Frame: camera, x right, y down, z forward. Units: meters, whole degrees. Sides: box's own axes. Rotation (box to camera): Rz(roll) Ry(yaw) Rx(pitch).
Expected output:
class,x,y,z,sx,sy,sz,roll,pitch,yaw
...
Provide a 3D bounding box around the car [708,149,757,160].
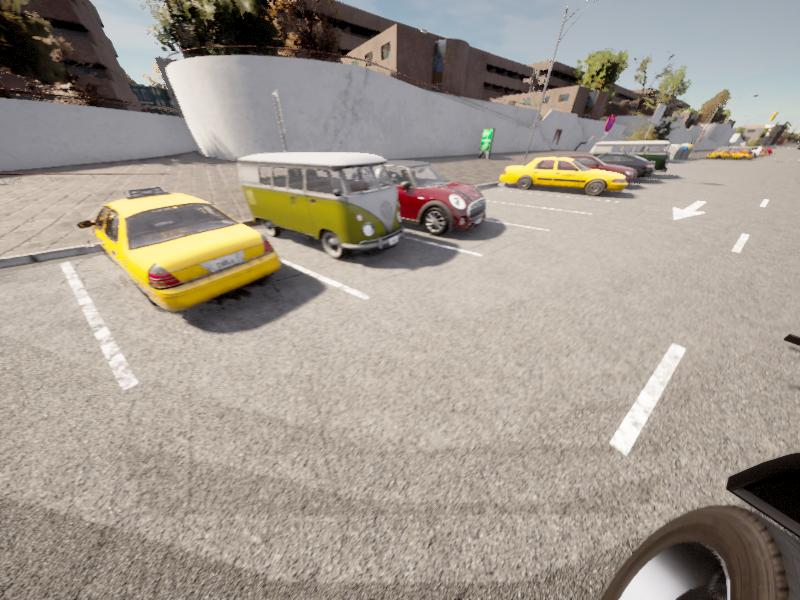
class,x,y,z,sx,sy,sz,roll,pitch,yaw
car,62.684,-27.515,43.656,4.792,1.488,2.163,22,39,28

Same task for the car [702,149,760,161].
class,x,y,z,sx,sy,sz,roll,pitch,yaw
car,57.979,-25.601,40.677,5.366,1.575,1.946,22,39,28

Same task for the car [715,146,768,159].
class,x,y,z,sx,sy,sz,roll,pitch,yaw
car,72.453,-31.490,49.234,5.566,2.045,2.435,22,39,28

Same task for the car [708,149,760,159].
class,x,y,z,sx,sy,sz,roll,pitch,yaw
car,64.999,-28.531,45.145,5.366,1.575,1.946,21,39,28

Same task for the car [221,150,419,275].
class,x,y,z,sx,sy,sz,roll,pitch,yaw
car,-1.963,-2.466,5.706,4.442,1.987,1.878,21,40,29

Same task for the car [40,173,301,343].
class,x,y,z,sx,sy,sz,roll,pitch,yaw
car,-4.652,-1.380,4.579,5.366,1.575,1.946,21,40,29

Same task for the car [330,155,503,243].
class,x,y,z,sx,sy,sz,roll,pitch,yaw
car,0.356,-3.423,7.222,4.553,1.767,2.185,21,40,29

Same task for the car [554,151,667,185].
class,x,y,z,sx,sy,sz,roll,pitch,yaw
car,12.578,-8.241,14.248,4.674,1.452,2.002,21,40,29

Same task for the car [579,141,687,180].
class,x,y,z,sx,sy,sz,roll,pitch,yaw
car,15.112,-9.421,15.438,4.442,1.987,1.878,21,40,29

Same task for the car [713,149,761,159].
class,x,y,z,sx,sy,sz,roll,pitch,yaw
car,67.598,-29.401,46.490,4.892,1.521,2.231,22,39,28

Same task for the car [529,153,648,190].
class,x,y,z,sx,sy,sz,roll,pitch,yaw
car,10.138,-7.252,12.865,4.674,1.452,2.002,21,40,29

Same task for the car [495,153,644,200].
class,x,y,z,sx,sy,sz,roll,pitch,yaw
car,7.853,-6.235,11.360,5.366,1.575,1.946,21,40,29

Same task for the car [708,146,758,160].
class,x,y,z,sx,sy,sz,roll,pitch,yaw
car,60.367,-26.745,42.017,4.442,1.987,1.878,22,39,28
